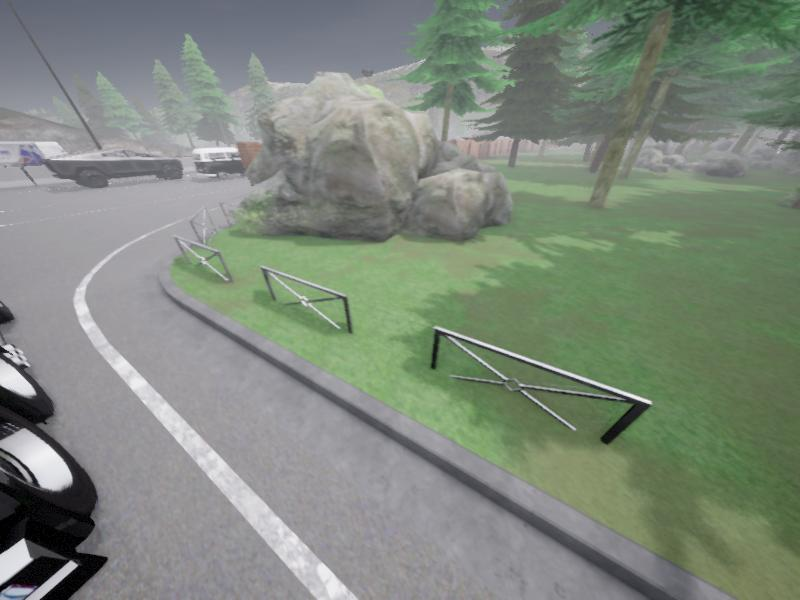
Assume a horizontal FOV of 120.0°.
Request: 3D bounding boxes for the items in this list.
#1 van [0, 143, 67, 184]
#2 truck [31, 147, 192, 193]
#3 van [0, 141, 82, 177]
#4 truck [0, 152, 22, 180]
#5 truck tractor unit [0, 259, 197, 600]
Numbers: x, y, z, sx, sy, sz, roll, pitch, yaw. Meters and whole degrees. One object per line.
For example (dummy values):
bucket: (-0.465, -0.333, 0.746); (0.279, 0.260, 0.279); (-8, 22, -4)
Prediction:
van: (-30.312, -9.873, 16.745); (2.351, 2.431, 6.366); (18, 39, 24)
truck: (-18.937, -9.105, 15.812); (2.390, 2.098, 6.274); (18, 39, 24)
van: (-35.161, -13.123, 21.372); (1.988, 2.561, 5.915); (18, 39, 24)
truck: (-33.973, -10.229, 17.265); (2.627, 2.467, 5.204); (18, 38, 24)
truck tractor unit: (-5.110, -0.300, 0.792); (6.516, 4.208, 3.053); (18, 39, 25)
